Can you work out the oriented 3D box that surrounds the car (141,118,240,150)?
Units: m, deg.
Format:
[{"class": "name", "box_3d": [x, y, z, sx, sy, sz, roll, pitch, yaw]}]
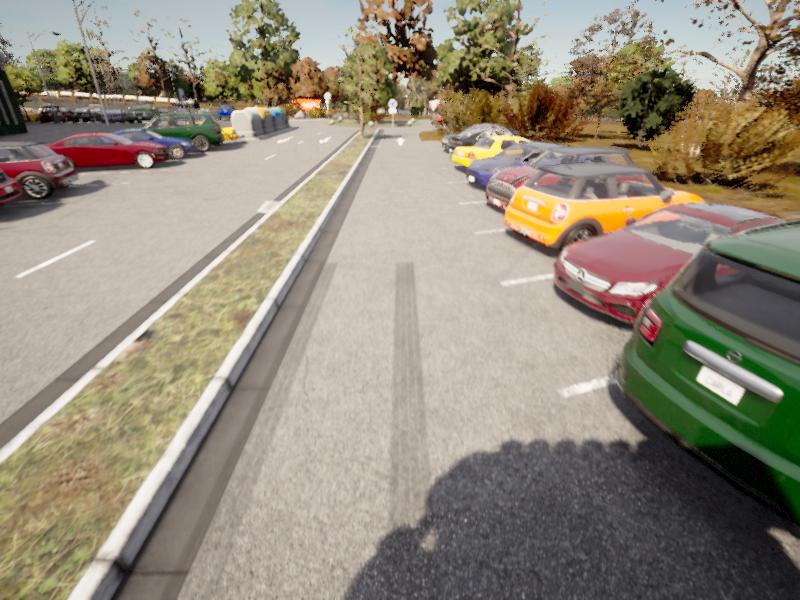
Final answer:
[{"class": "car", "box_3d": [-13.442, -10.906, 26.137, 5.366, 1.575, 1.946, -10, 29, -17]}]

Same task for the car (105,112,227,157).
[{"class": "car", "box_3d": [-13.309, -9.759, 23.382, 5.566, 2.045, 2.435, -10, 29, -17]}]

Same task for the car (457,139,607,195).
[{"class": "car", "box_3d": [4.813, -5.045, 14.873, 4.792, 1.488, 2.163, -9, 29, -18]}]

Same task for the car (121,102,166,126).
[{"class": "car", "box_3d": [-25.946, -19.000, 40.692, 2.435, 2.045, 5.566, -8, 27, -17]}]

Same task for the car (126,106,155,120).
[{"class": "car", "box_3d": [-36.375, -26.252, 56.238, 2.185, 1.767, 4.553, -8, 26, -17]}]

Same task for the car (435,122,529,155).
[{"class": "car", "box_3d": [4.861, -9.722, 23.930, 4.892, 1.521, 2.231, -9, 29, -18]}]

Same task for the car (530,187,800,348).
[{"class": "car", "box_3d": [4.830, -0.777, 6.574, 4.674, 1.452, 2.002, -9, 29, -18]}]

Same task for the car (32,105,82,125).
[{"class": "car", "box_3d": [-34.830, -18.943, 40.856, 2.185, 1.767, 4.553, -9, 28, -17]}]

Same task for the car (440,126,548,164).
[{"class": "car", "box_3d": [4.844, -8.173, 20.911, 4.892, 1.521, 2.231, -9, 28, -18]}]

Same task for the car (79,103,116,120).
[{"class": "car", "box_3d": [-42.394, -26.385, 56.218, 2.435, 2.045, 5.566, -8, 26, -18]}]

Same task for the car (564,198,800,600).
[{"class": "car", "box_3d": [4.856, 0.316, 3.805, 5.566, 2.045, 2.435, -9, 28, -18]}]

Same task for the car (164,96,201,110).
[{"class": "car", "box_3d": [-33.487, -30.379, 61.712, 4.514, 1.525, 2.007, 4, 25, -1]}]

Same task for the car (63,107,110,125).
[{"class": "car", "box_3d": [-31.879, -18.821, 40.896, 2.231, 1.521, 4.892, -9, 28, -17]}]

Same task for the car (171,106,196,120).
[{"class": "car", "box_3d": [-30.311, -26.189, 56.110, 2.185, 1.767, 4.553, -9, 26, -17]}]

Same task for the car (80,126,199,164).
[{"class": "car", "box_3d": [-13.297, -8.124, 20.848, 4.674, 1.452, 2.002, -10, 28, -17]}]

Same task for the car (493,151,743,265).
[{"class": "car", "box_3d": [4.801, -2.281, 9.143, 4.553, 1.767, 2.185, -9, 28, -18]}]

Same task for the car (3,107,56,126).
[{"class": "car", "box_3d": [-37.864, -18.942, 41.130, 1.946, 1.575, 5.366, -9, 28, -17]}]

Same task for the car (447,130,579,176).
[{"class": "car", "box_3d": [5.016, -6.657, 17.952, 5.366, 1.575, 1.946, -9, 28, -18]}]

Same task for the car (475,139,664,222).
[{"class": "car", "box_3d": [4.865, -3.645, 11.804, 4.553, 1.767, 2.185, -9, 29, -18]}]

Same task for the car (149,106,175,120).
[{"class": "car", "box_3d": [-33.348, -26.234, 56.205, 2.185, 1.767, 4.553, -8, 26, -18]}]

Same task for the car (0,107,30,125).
[{"class": "car", "box_3d": [-40.749, -18.881, 41.015, 2.231, 1.521, 4.892, -9, 28, -17]}]

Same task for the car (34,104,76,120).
[{"class": "car", "box_3d": [-48.459, -26.447, 56.346, 2.435, 2.045, 5.566, -9, 26, -17]}]

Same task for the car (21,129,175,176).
[{"class": "car", "box_3d": [-13.316, -6.776, 18.139, 5.008, 1.535, 2.097, -10, 28, -17]}]

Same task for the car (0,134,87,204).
[{"class": "car", "box_3d": [-13.308, -4.143, 12.726, 4.553, 1.767, 2.185, -10, 29, -17]}]

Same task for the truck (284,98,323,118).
[{"class": "truck", "box_3d": [-14.836, -29.626, 61.686, 5.204, 2.467, 2.627, 3, 25, 0]}]

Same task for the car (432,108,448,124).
[{"class": "car", "box_3d": [4.877, -22.721, 49.441, 1.851, 1.617, 3.988, 2, 27, 3]}]

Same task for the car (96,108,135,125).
[{"class": "car", "box_3d": [-28.922, -18.769, 40.880, 2.002, 1.452, 4.674, -8, 27, -17]}]

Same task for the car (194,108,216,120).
[{"class": "car", "box_3d": [-27.297, -26.069, 56.157, 2.231, 1.521, 4.892, -8, 26, -18]}]

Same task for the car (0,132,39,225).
[{"class": "car", "box_3d": [-13.326, -2.888, 10.002, 5.566, 2.045, 2.435, -10, 28, -17]}]

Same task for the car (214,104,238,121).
[{"class": "car", "box_3d": [-24.293, -26.285, 56.027, 2.435, 2.045, 5.566, -8, 26, -17]}]
